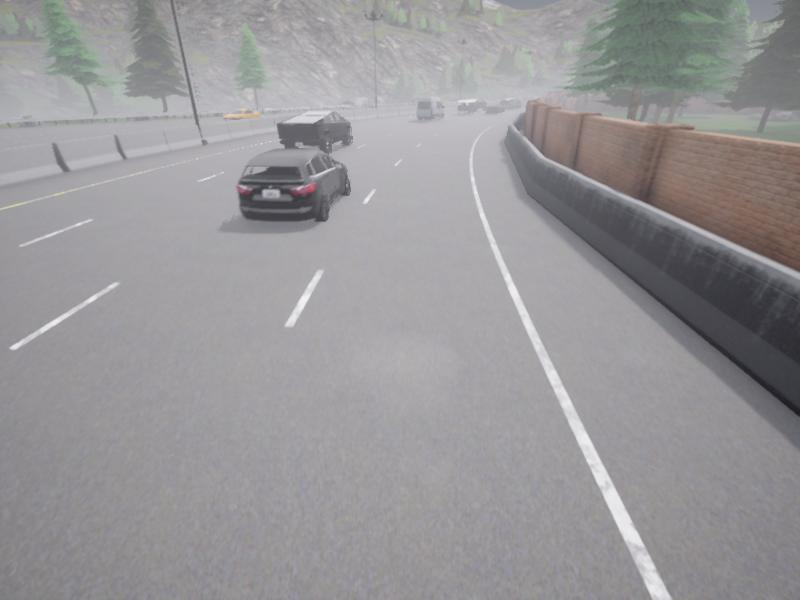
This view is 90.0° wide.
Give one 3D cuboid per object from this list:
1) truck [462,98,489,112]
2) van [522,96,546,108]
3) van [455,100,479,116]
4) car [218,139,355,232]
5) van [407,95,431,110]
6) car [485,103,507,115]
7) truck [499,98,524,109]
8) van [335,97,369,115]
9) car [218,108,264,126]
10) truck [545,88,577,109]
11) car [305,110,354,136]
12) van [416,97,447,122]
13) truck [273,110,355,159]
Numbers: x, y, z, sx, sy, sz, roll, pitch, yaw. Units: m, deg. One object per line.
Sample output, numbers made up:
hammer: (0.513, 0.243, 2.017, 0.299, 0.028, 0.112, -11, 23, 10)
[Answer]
truck: (13.953, -35.857, 73.555, 2.390, 2.098, 6.274, 17, 32, 30)
van: (31.254, -46.259, 93.268, 2.351, 2.431, 6.366, 23, 35, 37)
van: (10.455, -29.879, 62.083, 2.069, 2.038, 4.480, 14, 31, 25)
car: (-2.886, -3.512, 11.549, 2.242, 1.667, 4.611, 2, 28, 4)
van: (3.936, -40.801, 82.606, 1.988, 2.561, 5.915, 17, 32, 30)
car: (15.324, -30.411, 63.647, 1.882, 1.535, 5.008, 15, 31, 27)
truck: (24.036, -42.295, 85.981, 2.390, 2.098, 6.274, 21, 34, 34)
van: (-7.649, -31.424, 64.661, 2.351, 2.431, 6.366, 12, 30, 23)
car: (-17.146, -19.955, 43.491, 1.882, 1.535, 5.008, 7, 29, 15)
truck: (35.243, -44.121, 87.612, 2.891, 3.827, 8.468, 23, 35, 37)
car: (-5.864, -15.019, 33.790, 2.242, 1.667, 4.611, 7, 28, 14)
van: (3.923, -23.594, 49.398, 1.988, 2.561, 5.915, 10, 29, 20)
truck: (-4.624, -9.638, 22.922, 2.390, 2.098, 6.274, 4, 28, 9)
